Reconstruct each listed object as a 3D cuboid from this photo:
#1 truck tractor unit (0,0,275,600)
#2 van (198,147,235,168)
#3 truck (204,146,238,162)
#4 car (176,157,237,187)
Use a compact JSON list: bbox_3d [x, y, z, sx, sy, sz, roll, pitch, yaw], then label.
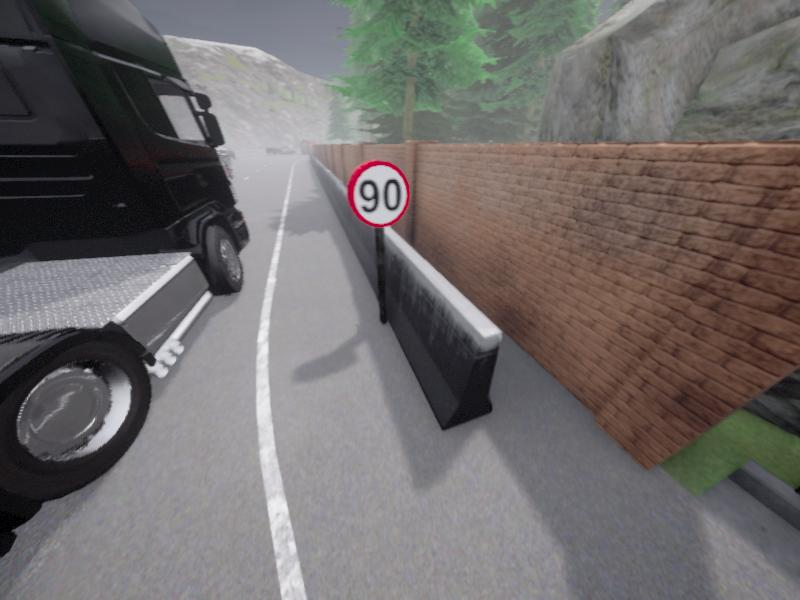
[{"bbox_3d":[-3.852,-0.812,1.567,3.053,4.208,6.516,-7,35,-10],"label":"truck tractor unit"},{"bbox_3d":[-23.169,-18.189,29.409,2.069,2.038,4.480,-11,35,-16],"label":"van"},{"bbox_3d":[-30.733,-25.325,39.980,2.390,2.098,6.274,-8,35,-12],"label":"truck"},{"bbox_3d":[-13.899,-9.559,17.011,1.882,1.535,5.008,-11,36,-17],"label":"car"}]
